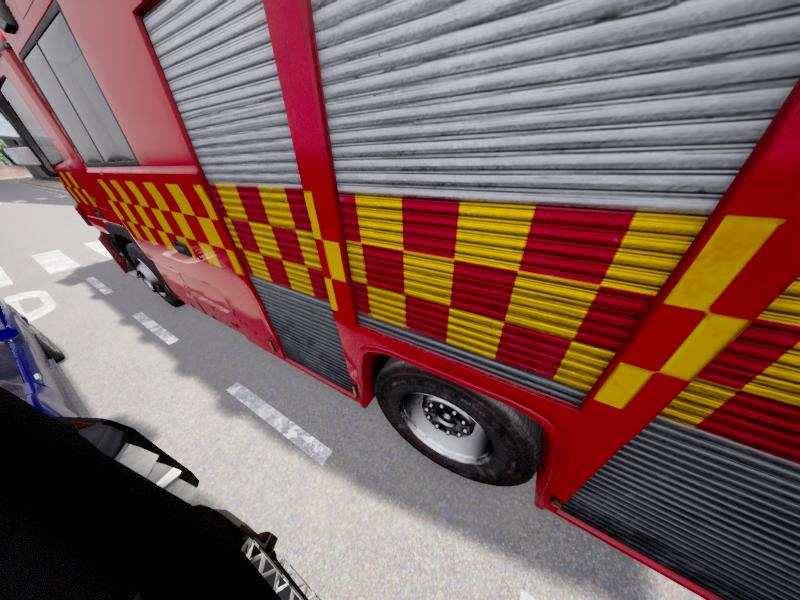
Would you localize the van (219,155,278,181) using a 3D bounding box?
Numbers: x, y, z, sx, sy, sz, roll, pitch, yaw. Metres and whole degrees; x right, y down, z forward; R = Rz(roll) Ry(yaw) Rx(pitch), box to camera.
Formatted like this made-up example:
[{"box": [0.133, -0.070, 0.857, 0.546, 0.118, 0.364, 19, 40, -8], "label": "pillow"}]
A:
[{"box": [-15.599, -13.855, 24.132, 1.775, 1.987, 4.442, 16, 38, 26], "label": "van"}]

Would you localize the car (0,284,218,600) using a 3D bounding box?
[{"box": [-3.697, 1.054, 1.476, 4.718, 1.301, 1.895, 16, 38, 26], "label": "car"}]

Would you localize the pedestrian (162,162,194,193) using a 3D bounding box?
[{"box": [-15.936, -8.805, 16.625, 0.751, 1.860, 0.751, 17, 38, 27], "label": "pedestrian"}]

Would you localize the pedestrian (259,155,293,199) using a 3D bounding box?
[{"box": [-6.267, -6.247, 11.743, 0.751, 1.860, 0.751, 19, 40, 30], "label": "pedestrian"}]

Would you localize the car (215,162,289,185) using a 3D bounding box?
[{"box": [-13.459, -11.858, 21.494, 2.033, 1.411, 5.357, 16, 38, 26], "label": "car"}]

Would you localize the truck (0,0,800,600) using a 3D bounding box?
[{"box": [-1.189, -1.506, 2.852, 8.468, 3.827, 2.891, 16, 38, 26], "label": "truck"}]
